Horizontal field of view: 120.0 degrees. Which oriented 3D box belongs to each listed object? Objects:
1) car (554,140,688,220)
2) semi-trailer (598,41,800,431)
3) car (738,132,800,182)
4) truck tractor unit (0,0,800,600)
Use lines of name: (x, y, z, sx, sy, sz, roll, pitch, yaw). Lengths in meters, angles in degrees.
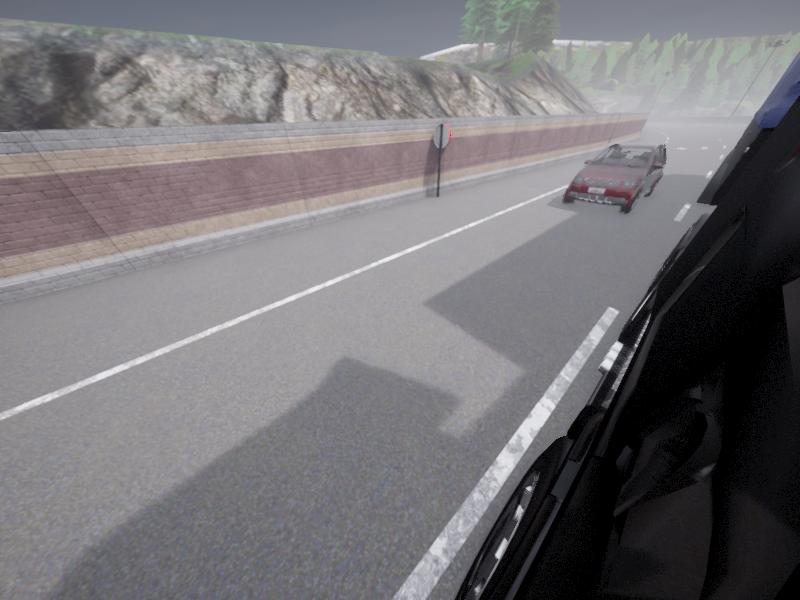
car: (6.724, -3.855, 7.053, 3.705, 1.549, 1.789, -28, 44, -30)
semi-trailer: (8.689, -3.622, 4.222, 14.254, 4.402, 2.717, -28, 44, -30)
car: (16.147, -6.061, 9.590, 4.718, 1.301, 1.895, -28, 44, -30)
truck tractor unit: (2.645, -0.295, 0.351, 6.516, 4.208, 3.053, -28, 44, -30)
